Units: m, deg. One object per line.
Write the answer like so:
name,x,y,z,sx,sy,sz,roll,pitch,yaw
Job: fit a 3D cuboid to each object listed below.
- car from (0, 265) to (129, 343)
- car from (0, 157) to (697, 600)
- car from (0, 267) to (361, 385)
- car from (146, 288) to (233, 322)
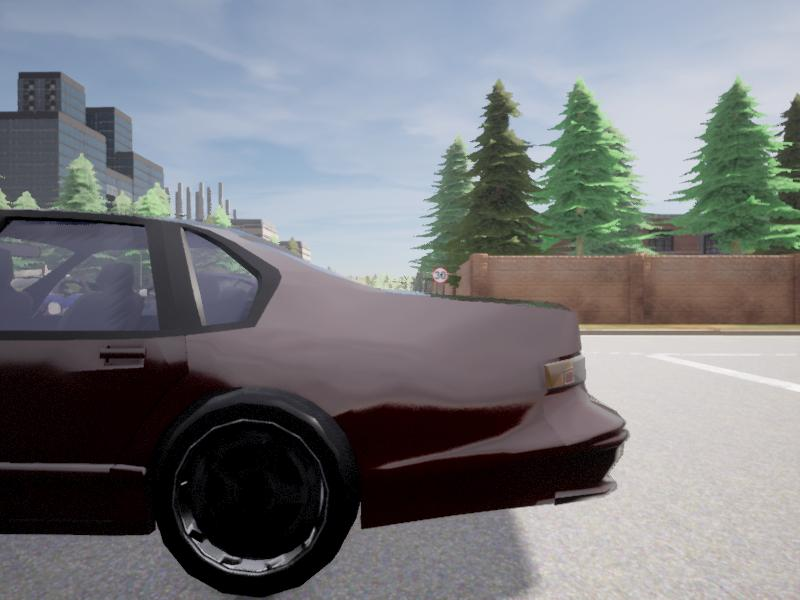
car,-10.141,0.086,11.335,2.097,1.767,4.553,0,0,-4
car,-1.798,0.293,2.232,5.357,1.411,2.033,0,0,1
car,-2.765,0.305,5.755,4.181,1.385,1.994,0,0,2
car,-10.376,0.220,20.187,2.007,1.525,4.514,0,0,1
